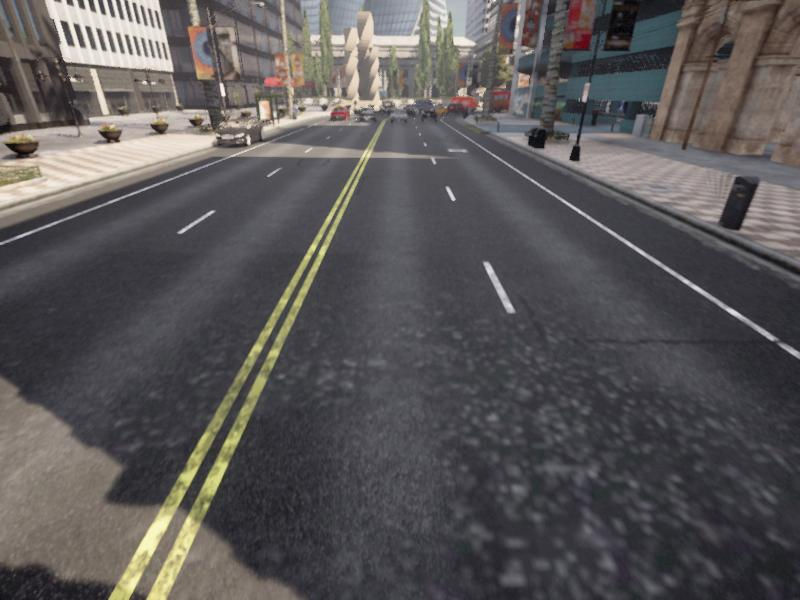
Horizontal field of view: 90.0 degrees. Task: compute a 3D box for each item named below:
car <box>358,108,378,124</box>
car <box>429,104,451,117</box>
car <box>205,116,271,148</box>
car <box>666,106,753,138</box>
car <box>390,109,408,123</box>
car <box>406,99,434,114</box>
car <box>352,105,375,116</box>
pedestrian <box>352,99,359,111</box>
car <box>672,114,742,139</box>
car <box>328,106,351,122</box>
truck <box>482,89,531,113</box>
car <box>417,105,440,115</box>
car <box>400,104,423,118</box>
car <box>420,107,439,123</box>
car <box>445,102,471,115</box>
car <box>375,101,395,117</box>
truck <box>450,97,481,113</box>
[{"bbox_3d":[-3.592,-20.960,45.423,1.812,1.442,4.674,1,27,0],"label":"car"},{"bbox_3d":[5.874,-27.992,59.038,1.801,1.575,5.366,10,29,18],"label":"car"},{"bbox_3d":[-10.161,-10.835,25.648,2.231,1.521,4.892,0,27,0],"label":"car"},{"bbox_3d":[24.722,-14.479,32.334,2.435,2.045,5.566,0,27,0],"label":"car"},{"bbox_3d":[-0.073,-21.592,46.868,1.895,1.301,4.718,1,27,1],"label":"car"},{"bbox_3d":[3.482,-33.147,68.444,2.150,2.045,5.566,17,31,28],"label":"car"},{"bbox_3d":[-5.363,-27.974,59.091,1.895,1.301,4.718,7,28,13],"label":"car"},{"bbox_3d":[-7.746,-34.091,69.875,0.751,1.860,0.751,12,29,21],"label":"pedestrian"},{"bbox_3d":[24.719,-14.104,32.462,2.007,1.523,4.514,0,27,0],"label":"car"},{"bbox_3d":[-7.042,-22.076,47.414,1.882,1.535,5.008,1,27,1],"label":"car"},{"bbox_3d":[19.504,-36.534,73.325,8.468,3.827,2.891,-14,31,-25],"label":"truck"},{"bbox_3d":[4.633,-30.623,64.387,1.895,1.301,4.718,15,31,25],"label":"car"},{"bbox_3d":[1.719,-27.271,57.623,2.038,1.542,4.974,8,29,14],"label":"car"},{"bbox_3d":[3.516,-22.292,48.054,2.128,1.511,4.902,2,28,2],"label":"car"},{"bbox_3d":[9.423,-31.283,65.225,2.097,1.767,4.553,19,33,31],"label":"car"},{"bbox_3d":[-2.110,-27.512,57.616,1.905,1.878,3.866,7,28,12],"label":"car"},{"bbox_3d":[11.793,-35.293,72.267,5.204,2.467,2.627,-23,35,-37],"label":"truck"}]
